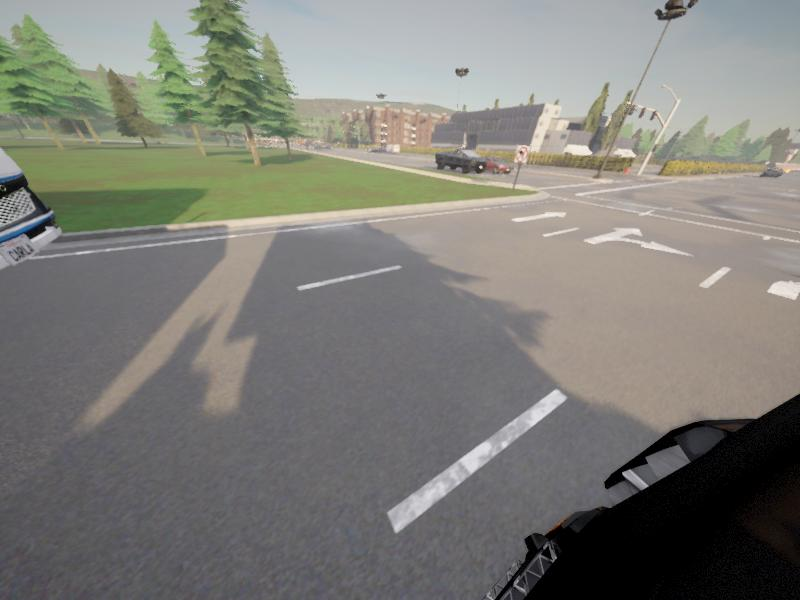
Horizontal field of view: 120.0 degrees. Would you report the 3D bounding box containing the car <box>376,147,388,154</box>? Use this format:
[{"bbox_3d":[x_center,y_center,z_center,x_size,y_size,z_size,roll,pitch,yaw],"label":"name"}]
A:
[{"bbox_3d":[-5.767,-47.172,72.852,1.812,1.442,4.674,-16,38,-26],"label":"car"}]

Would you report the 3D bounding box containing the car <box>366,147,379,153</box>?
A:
[{"bbox_3d":[-8.404,-45.954,70.760,2.038,1.542,4.974,-16,38,-26],"label":"car"}]

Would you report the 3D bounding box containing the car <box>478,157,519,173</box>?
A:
[{"bbox_3d":[12.242,-16.920,28.907,1.994,1.385,4.181,-17,38,-26],"label":"car"}]

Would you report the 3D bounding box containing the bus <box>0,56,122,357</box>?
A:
[{"bbox_3d":[-9.878,-0.816,0.599,10.273,4.253,3.944,-16,38,-26],"label":"bus"}]

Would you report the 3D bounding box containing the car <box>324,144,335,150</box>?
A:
[{"bbox_3d":[-24.204,-52.596,79.466,2.033,1.649,4.856,-17,38,-27],"label":"car"}]

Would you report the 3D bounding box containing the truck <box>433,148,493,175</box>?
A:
[{"bbox_3d":[6.559,-15.131,25.162,2.390,2.098,6.274,-17,38,-26],"label":"truck"}]

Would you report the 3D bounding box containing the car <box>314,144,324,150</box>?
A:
[{"bbox_3d":[-27.503,-51.949,78.310,2.038,1.542,4.974,-17,38,-27],"label":"car"}]

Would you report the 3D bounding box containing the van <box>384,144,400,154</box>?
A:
[{"bbox_3d":[-2.525,-48.265,73.837,2.351,2.431,6.366,-16,38,-26],"label":"van"}]

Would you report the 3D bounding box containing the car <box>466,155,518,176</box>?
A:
[{"bbox_3d":[10.164,-15.239,26.012,2.152,1.651,5.027,-16,38,-26],"label":"car"}]

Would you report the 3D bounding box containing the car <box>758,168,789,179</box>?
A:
[{"bbox_3d":[68.355,-23.247,42.295,4.902,1.511,2.128,-16,38,-26],"label":"car"}]

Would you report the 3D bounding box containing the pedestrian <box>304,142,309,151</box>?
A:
[{"bbox_3d":[-23.358,-38.530,57.949,0.751,1.860,0.751,-15,38,-25],"label":"pedestrian"}]
